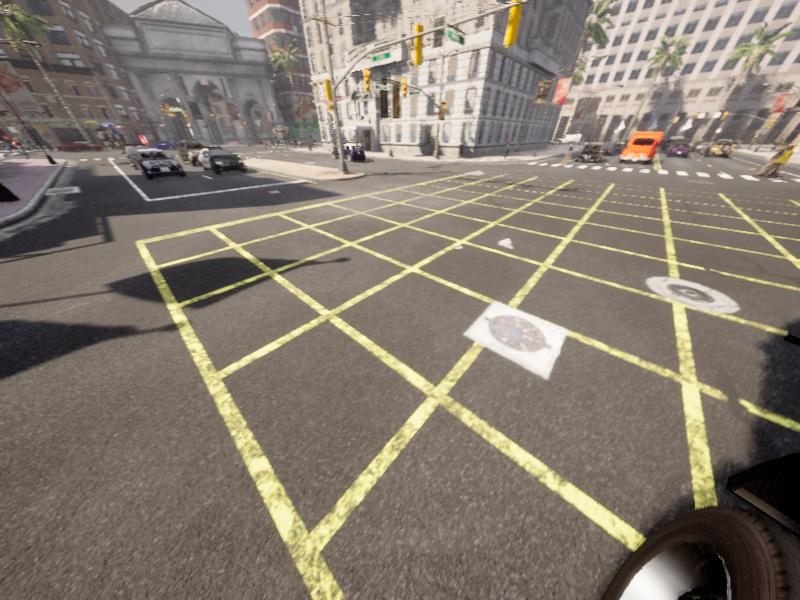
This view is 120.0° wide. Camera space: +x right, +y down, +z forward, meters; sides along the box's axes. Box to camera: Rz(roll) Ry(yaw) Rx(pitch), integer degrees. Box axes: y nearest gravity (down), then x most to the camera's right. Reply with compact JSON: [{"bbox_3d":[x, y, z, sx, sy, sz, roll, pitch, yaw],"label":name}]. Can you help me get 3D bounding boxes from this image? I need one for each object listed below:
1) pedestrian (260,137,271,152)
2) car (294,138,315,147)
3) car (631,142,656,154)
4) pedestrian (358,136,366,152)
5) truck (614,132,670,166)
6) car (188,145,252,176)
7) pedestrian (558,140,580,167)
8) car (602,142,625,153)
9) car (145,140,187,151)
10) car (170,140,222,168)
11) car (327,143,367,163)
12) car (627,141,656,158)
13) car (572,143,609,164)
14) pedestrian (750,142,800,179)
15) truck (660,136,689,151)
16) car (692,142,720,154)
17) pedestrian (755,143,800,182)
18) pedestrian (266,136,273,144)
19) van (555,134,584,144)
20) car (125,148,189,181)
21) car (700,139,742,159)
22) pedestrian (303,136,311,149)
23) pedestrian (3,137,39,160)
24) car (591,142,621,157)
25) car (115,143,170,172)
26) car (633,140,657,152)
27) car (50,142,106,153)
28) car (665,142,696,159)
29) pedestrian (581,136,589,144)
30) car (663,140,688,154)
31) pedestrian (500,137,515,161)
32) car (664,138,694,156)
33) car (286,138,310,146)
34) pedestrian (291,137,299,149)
[{"bbox_3d":[-21.016,-24.219,36.035,0.751,1.860,0.751,23,41,28],"label":"pedestrian"},{"bbox_3d":[-22.967,-37.851,55.408,1.851,1.617,3.988,28,44,33],"label":"car"},{"bbox_3d":[36.284,-22.690,34.431,1.994,1.385,4.181,29,45,34],"label":"car"},{"bbox_3d":[-5.648,-23.259,34.450,0.751,1.860,0.751,29,45,34],"label":"pedestrian"},{"bbox_3d":[22.994,-14.532,22.074,2.627,2.467,5.204,27,44,33],"label":"truck"},{"bbox_3d":[-13.196,-10.283,16.895,4.974,1.542,2.038,28,44,33],"label":"car"},{"bbox_3d":[14.438,-12.564,19.790,0.751,1.860,0.751,-27,44,-33],"label":"pedestrian"},{"bbox_3d":[33.308,-23.828,36.018,1.994,1.385,4.181,27,44,33],"label":"car"},{"bbox_3d":[-39.038,-25.819,38.649,4.674,1.442,1.812,1,36,1],"label":"car"},{"bbox_3d":[-17.843,-12.860,20.191,4.605,1.855,1.932,28,44,33],"label":"car"},{"bbox_3d":[-5.436,-15.199,23.820,3.806,1.475,1.970,28,44,33],"label":"car"},{"bbox_3d":[30.502,-19.098,29.170,1.930,1.638,5.238,28,44,33],"label":"car"},{"bbox_3d":[19.174,-14.707,23.146,1.837,1.490,4.892,27,44,33],"label":"car"},{"bbox_3d":[23.084,-8.599,14.259,0.751,1.860,0.751,-29,45,-34],"label":"pedestrian"},{"bbox_3d":[48.187,-27.615,40.700,2.390,2.098,6.274,28,44,33],"label":"truck"},{"bbox_3d":[47.056,-23.507,35.648,1.895,1.301,4.718,28,44,33],"label":"car"},{"bbox_3d":[22.167,-8.000,13.422,0.751,1.860,0.751,29,44,34],"label":"pedestrian"},{"bbox_3d":[-34.489,-42.322,61.055,0.751,1.860,0.751,-4,36,-6],"label":"pedestrian"},{"bbox_3d":[51.945,-49.464,70.947,6.366,2.431,2.351,28,44,33],"label":"van"},{"bbox_3d":[-15.666,-8.819,14.893,3.806,1.475,1.970,28,44,33],"label":"car"},{"bbox_3d":[39.015,-18.588,28.264,1.932,1.855,4.605,28,44,33],"label":"car"},{"bbox_3d":[-16.487,-27.971,41.022,0.751,1.860,0.751,18,39,23],"label":"pedestrian"},{"bbox_3d":[-37.816,-15.158,23.092,0.751,1.860,0.751,-2,36,-3],"label":"pedestrian"},{"bbox_3d":[27.394,-20.036,30.690,2.033,1.411,5.357,28,44,33],"label":"car"},{"bbox_3d":[-20.642,-11.491,18.478,5.238,1.638,1.930,28,44,33],"label":"car"},{"bbox_3d":[40.534,-25.459,38.208,2.163,1.488,4.792,28,44,33],"label":"car"},{"bbox_3d":[-49.304,-23.550,35.593,4.718,1.301,1.895,-24,42,-30],"label":"car"},{"bbox_3d":[34.147,-18.330,28.245,1.816,1.474,4.193,28,44,33],"label":"car"},{"bbox_3d":[53.069,-45.795,66.274,0.751,1.860,0.751,-4,36,-5],"label":"pedestrian"},{"bbox_3d":[42.687,-23.909,35.907,1.930,1.638,5.238,28,44,33],"label":"car"},{"bbox_3d":[10.583,-14.853,22.723,0.751,1.860,0.751,26,43,31],"label":"pedestrian"},{"bbox_3d":[38.139,-21.062,31.709,1.905,1.878,3.866,28,44,33],"label":"car"},{"bbox_3d":[-25.280,-39.422,57.547,2.038,1.542,4.974,28,44,33],"label":"car"},{"bbox_3d":[-20.388,-30.454,44.748,0.751,1.860,0.751,29,45,34],"label":"pedestrian"}]
